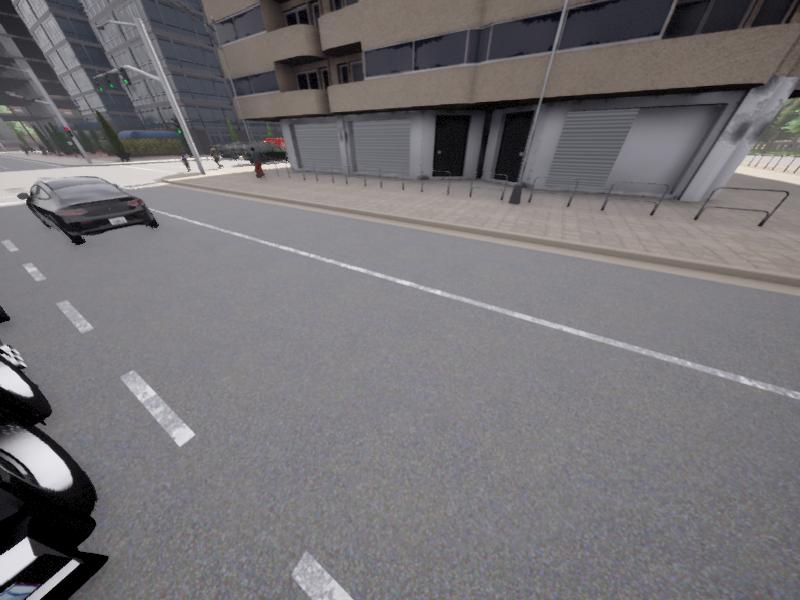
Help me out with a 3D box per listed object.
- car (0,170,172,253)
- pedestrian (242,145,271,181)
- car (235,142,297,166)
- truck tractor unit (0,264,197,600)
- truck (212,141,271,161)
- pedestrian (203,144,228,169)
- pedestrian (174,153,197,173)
[{"bbox_3d":[-9.417,-2.875,6.938,4.674,1.442,1.812,18,39,24],"label":"car"},{"bbox_3d":[-8.923,-8.534,14.386,0.751,1.860,0.751,23,41,30],"label":"pedestrian"},{"bbox_3d":[-15.027,-16.818,26.471,2.150,2.045,5.566,18,39,25],"label":"car"},{"bbox_3d":[-5.108,-0.304,0.775,6.516,4.208,3.053,18,39,24],"label":"truck tractor unit"},{"bbox_3d":[-22.443,-21.435,33.117,2.390,2.098,6.274,18,39,25],"label":"truck"},{"bbox_3d":[-16.039,-12.479,20.107,0.751,1.860,0.751,10,36,14],"label":"pedestrian"},{"bbox_3d":[-17.083,-10.960,18.425,0.751,1.300,0.751,-15,37,-20],"label":"pedestrian"}]
